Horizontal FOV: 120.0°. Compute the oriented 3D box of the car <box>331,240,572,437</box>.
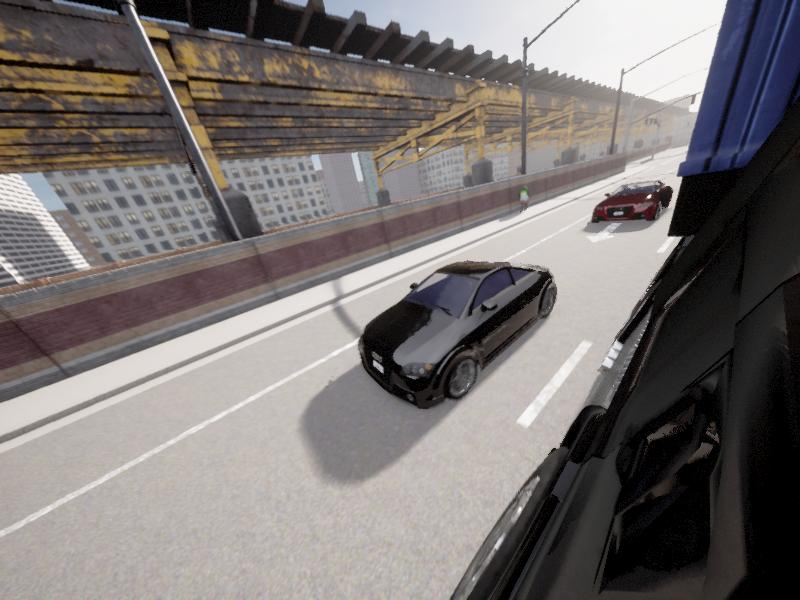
[{"bbox_3d":[1.195,0.087,4.440,4.181,1.385,1.994,-26,27,-29],"label":"car"}]

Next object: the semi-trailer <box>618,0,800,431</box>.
[{"bbox_3d":[8.617,-3.409,4.634,14.254,4.402,2.717,-25,26,-31],"label":"semi-trailer"}]

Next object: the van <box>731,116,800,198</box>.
[{"bbox_3d":[16.794,-6.421,10.048,5.915,2.561,1.988,-26,27,-29],"label":"van"}]

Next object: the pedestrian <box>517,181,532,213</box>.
[{"bbox_3d":[8.650,-7.114,16.064,0.751,1.860,0.751,11,32,42],"label":"pedestrian"}]

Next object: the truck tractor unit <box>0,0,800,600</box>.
[{"bbox_3d":[2.645,-0.295,0.352,6.516,4.208,3.053,-28,44,-31],"label":"truck tractor unit"}]

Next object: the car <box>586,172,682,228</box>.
[{"bbox_3d":[10.276,-4.394,10.144,4.181,1.385,1.994,-26,27,-29],"label":"car"}]
